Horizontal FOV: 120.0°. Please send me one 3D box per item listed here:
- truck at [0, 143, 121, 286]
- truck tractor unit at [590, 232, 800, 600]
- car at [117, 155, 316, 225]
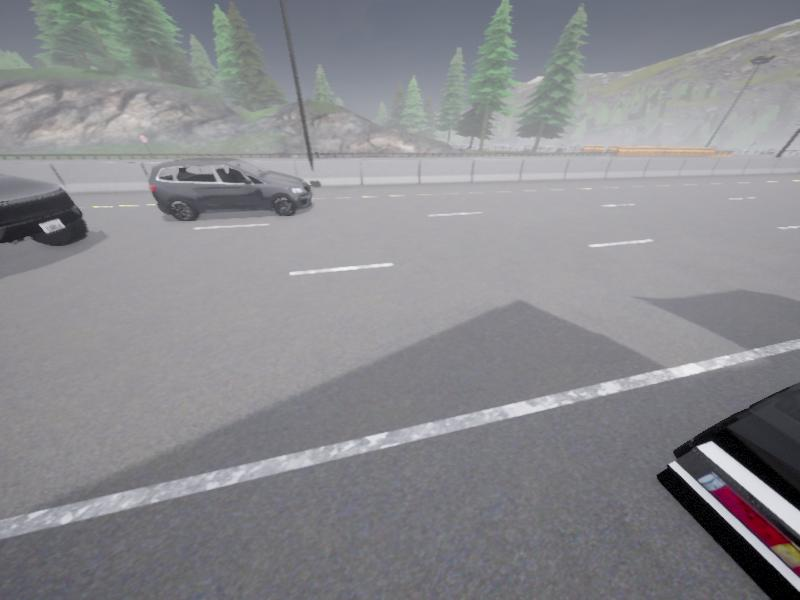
[{"bbox_3d":[-10.227,-1.443,4.024,6.274,2.098,2.390,-7,36,-10],"label":"truck"},{"bbox_3d":[5.314,-0.012,0.378,6.516,4.208,3.053,-8,36,-11],"label":"truck tractor unit"},{"bbox_3d":[-5.540,-3.908,7.953,4.611,1.667,2.242,-7,36,-10],"label":"car"}]
